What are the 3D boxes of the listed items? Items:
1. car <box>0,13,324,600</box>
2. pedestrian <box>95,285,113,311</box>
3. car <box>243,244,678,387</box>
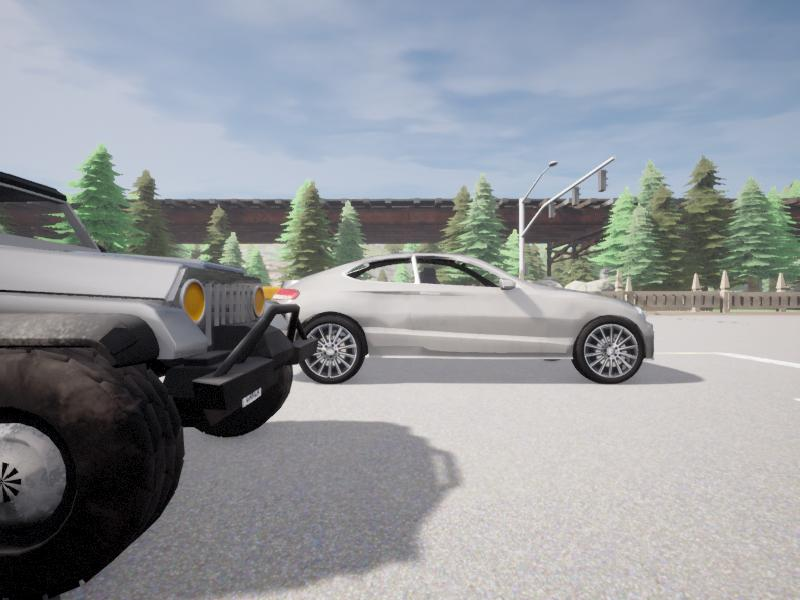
[{"bbox_3d":[-2.535,0.046,2.201,3.866,1.878,1.905,0,0,0],"label":"car"},{"bbox_3d":[-21.547,-0.115,29.142,0.751,1.860,0.751,0,0,2],"label":"pedestrian"},{"bbox_3d":[0.699,0.181,5.701,5.027,1.651,2.152,0,0,0],"label":"car"}]
